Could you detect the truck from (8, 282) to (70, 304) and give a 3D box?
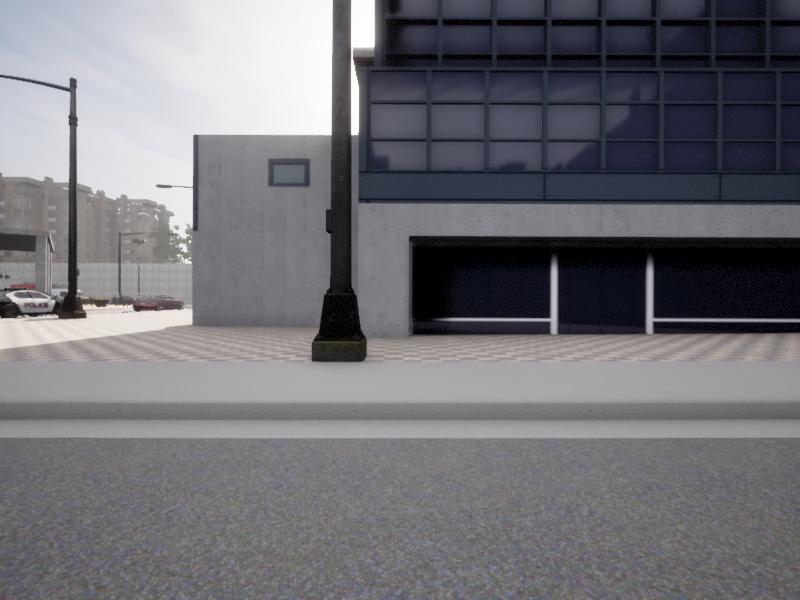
[{"bbox_3d":[-63.288,-1.211,70.258,8.468,3.827,2.891,0,0,2],"label":"truck"}]

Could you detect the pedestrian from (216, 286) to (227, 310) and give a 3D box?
[{"bbox_3d":[-14.127,-0.148,31.666,0.751,1.860,0.751,0,0,-21],"label":"pedestrian"}]

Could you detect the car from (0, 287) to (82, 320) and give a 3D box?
[{"bbox_3d":[-19.436,0.168,20.670,2.038,1.542,4.974,0,0,1],"label":"car"}]

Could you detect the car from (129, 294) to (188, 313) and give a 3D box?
[{"bbox_3d":[-19.153,0.246,32.005,1.994,1.385,4.181,0,0,4],"label":"car"}]

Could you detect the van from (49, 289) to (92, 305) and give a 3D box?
[{"bbox_3d":[-54.351,-0.542,66.080,5.915,2.561,1.988,0,0,8],"label":"van"}]
